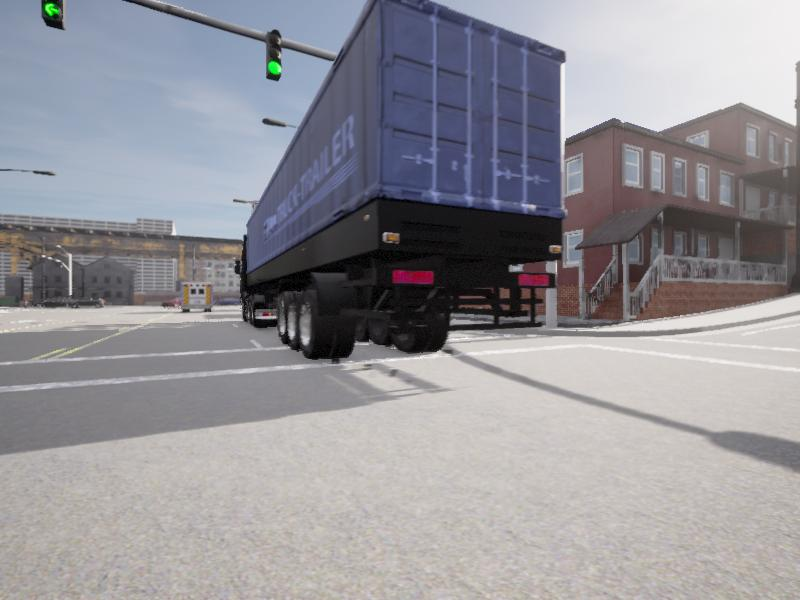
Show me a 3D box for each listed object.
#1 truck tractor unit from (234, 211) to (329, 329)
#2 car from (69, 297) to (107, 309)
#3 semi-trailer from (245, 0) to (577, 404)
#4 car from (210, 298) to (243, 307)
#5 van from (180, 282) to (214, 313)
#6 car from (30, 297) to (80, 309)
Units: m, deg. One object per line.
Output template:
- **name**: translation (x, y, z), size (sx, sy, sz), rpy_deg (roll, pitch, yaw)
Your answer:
- **truck tractor unit**: translation (-5.569, -1.102, 17.912), size (3.053, 4.208, 6.516), rpy_deg (-1, 0, -26)
- **car**: translation (-41.584, 0.358, 53.373), size (3.705, 1.549, 1.789), rpy_deg (0, 0, -26)
- **semi-trailer**: translation (-2.131, -1.209, 10.783), size (2.717, 4.402, 14.254), rpy_deg (0, 0, -26)
- **car**: translation (-27.709, 0.361, 63.922), size (4.674, 1.442, 1.812), rpy_deg (0, 0, -26)
- **van**: translation (-17.470, -0.162, 34.600), size (2.351, 2.431, 6.366), rpy_deg (0, 0, -26)
- **car**: translation (-46.978, 0.409, 54.663), size (4.892, 1.490, 1.837), rpy_deg (0, 0, -26)
